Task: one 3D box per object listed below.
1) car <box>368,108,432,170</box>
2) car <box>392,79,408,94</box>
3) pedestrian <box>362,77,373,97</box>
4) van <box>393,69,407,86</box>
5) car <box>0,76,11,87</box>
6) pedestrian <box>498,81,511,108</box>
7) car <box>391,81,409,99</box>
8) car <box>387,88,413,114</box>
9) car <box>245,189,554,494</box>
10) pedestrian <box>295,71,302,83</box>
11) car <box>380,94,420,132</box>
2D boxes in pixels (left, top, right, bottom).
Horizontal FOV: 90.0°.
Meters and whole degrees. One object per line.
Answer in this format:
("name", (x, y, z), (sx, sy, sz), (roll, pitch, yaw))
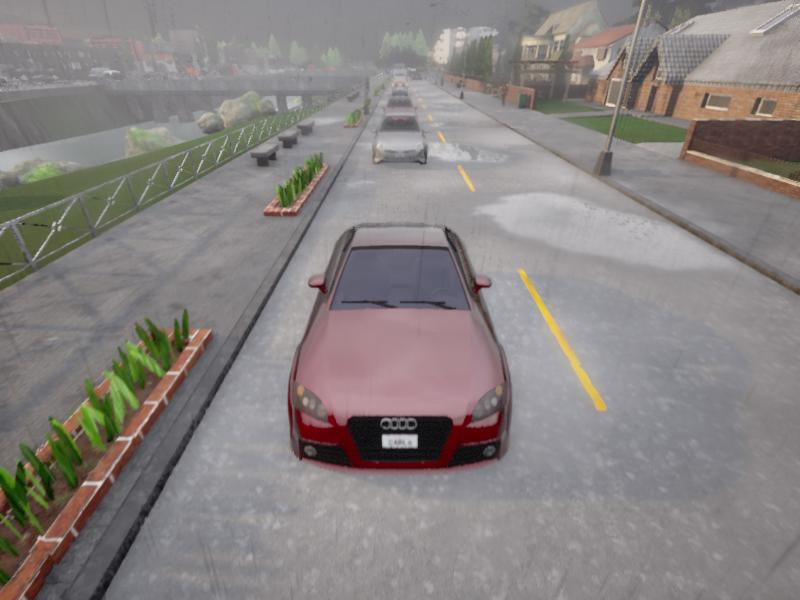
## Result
("car", (-0.001, -6.167, 14.996), (2.007, 1.525, 4.514), (0, 30, 0))
("car", (-0.008, -27.194, 50.857), (1.882, 1.535, 5.008), (0, 30, 0))
("pedestrian", (-3.479, -22.989, 43.110), (0.751, 1.860, 0.751), (-24, 38, -34))
("van", (-0.011, -38.413, 69.109), (2.351, 2.431, 6.366), (0, 30, 0))
("car", (-65.685, -34.994, 64.186), (1.837, 1.490, 4.892), (0, 30, 0))
("pedestrian", (8.328, -16.382, 31.839), (0.751, 1.860, 0.751), (8, 31, 14))
("car", (-0.007, -22.757, 43.296), (1.845, 1.501, 3.633), (0, 30, 0))
("car", (-0.004, -15.204, 30.463), (1.816, 1.474, 4.193), (0, 30, 0))
("car", (-0.001, -0.063, 4.736), (1.994, 1.385, 4.181), (0, 30, 0))
("pedestrian", (-18.118, -39.804, 71.526), (0.751, 1.860, 0.751), (3, 30, 5))
("car", (-0.003, -10.679, 22.692), (2.007, 1.525, 4.514), (0, 30, 0))
